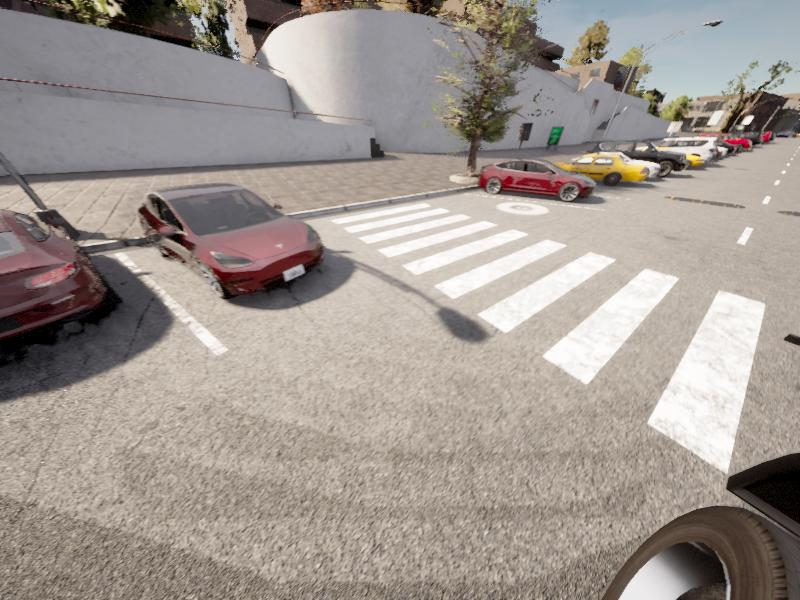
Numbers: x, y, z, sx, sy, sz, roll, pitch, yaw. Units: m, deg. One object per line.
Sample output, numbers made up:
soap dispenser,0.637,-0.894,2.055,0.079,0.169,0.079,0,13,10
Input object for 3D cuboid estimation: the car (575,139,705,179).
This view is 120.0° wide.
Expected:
car,15.885,-9.816,15.931,5.566,2.045,2.435,21,40,29

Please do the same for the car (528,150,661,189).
car,10.785,-7.661,13.371,5.366,1.575,1.946,21,41,29

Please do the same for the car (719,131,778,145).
car,67.463,-31.444,44.939,5.566,2.045,2.435,21,41,29

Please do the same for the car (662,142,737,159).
car,33.079,-16.762,25.799,4.674,1.452,2.002,21,41,29

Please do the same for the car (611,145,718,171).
car,20.932,-11.594,18.777,5.366,1.575,1.946,21,40,29

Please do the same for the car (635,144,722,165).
car,25.674,-13.678,21.664,4.792,1.488,2.163,21,41,29

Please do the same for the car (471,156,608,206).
car,6.045,-5.566,10.493,4.792,1.488,2.163,21,40,29

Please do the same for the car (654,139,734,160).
car,30.594,-15.872,24.342,4.553,1.767,2.185,21,41,29

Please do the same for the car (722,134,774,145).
car,69.801,-32.310,46.543,5.366,1.575,1.946,21,41,29

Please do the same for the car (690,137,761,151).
car,45.525,-21.933,32.551,5.366,1.575,1.946,21,41,29

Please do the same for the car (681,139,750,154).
car,40.481,-19.880,29.898,4.792,1.488,2.163,21,41,29

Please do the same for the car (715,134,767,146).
car,60.090,-28.280,40.863,4.553,1.767,2.185,21,40,29

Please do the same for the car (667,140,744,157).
car,35.542,-17.828,27.142,5.008,1.535,2.097,21,41,29

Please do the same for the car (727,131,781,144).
car,74.859,-34.498,49.089,5.566,2.045,2.435,21,41,29

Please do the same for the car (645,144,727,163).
car,28.165,-14.693,23.048,4.674,1.452,2.002,21,40,29

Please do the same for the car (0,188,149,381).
car,-6.275,-0.557,3.503,4.674,1.452,2.002,21,40,29

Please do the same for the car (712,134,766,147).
car,57.680,-27.232,39.444,4.553,1.767,2.185,21,41,29

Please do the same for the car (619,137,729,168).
car,23.212,-12.883,20.121,5.566,2.045,2.435,21,41,29

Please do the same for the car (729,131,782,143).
car,77.387,-35.497,50.444,5.566,2.045,2.435,21,40,29

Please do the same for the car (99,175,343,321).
car,-3.790,-1.563,4.891,4.792,1.488,2.163,21,40,29

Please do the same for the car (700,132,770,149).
car,52.710,-25.296,36.636,5.566,2.045,2.435,21,41,29

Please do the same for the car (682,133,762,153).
car,42.933,-21.149,31.113,5.566,2.045,2.435,21,41,29

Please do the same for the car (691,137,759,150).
car,47.673,-23.080,34.101,5.366,1.575,1.946,21,41,29

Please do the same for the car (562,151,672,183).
car,13.398,-8.579,14.712,4.674,1.452,2.002,21,40,29
